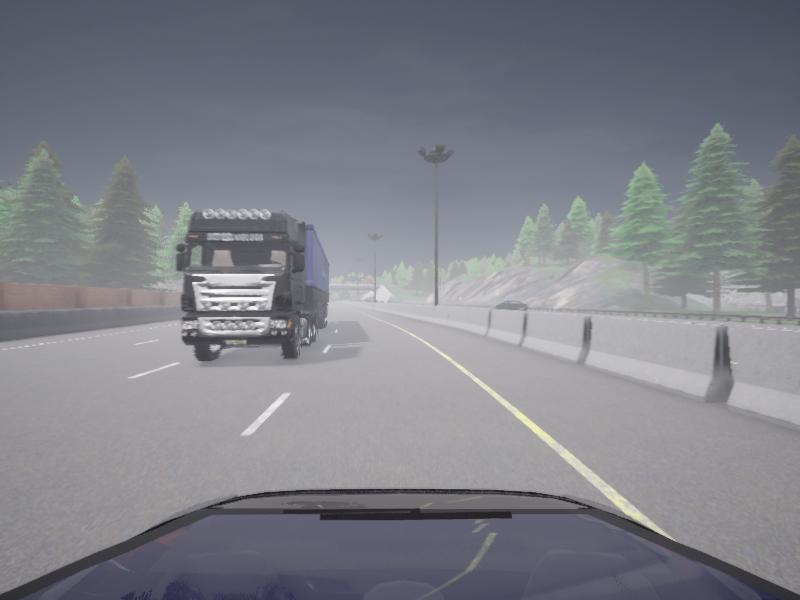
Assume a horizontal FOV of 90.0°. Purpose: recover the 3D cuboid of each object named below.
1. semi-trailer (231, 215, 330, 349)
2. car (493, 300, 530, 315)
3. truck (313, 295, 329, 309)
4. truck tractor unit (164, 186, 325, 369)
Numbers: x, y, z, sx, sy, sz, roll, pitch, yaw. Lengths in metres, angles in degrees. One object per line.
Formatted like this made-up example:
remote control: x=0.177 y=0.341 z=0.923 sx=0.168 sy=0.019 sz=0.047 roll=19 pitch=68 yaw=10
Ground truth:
semi-trailer: x=-5.205 y=-0.608 z=20.390 sx=2.717 sy=4.402 sz=14.254 roll=0 pitch=0 yaw=-8
car: x=12.173 y=0.804 z=43.986 sx=1.882 sy=1.535 sz=5.008 roll=0 pitch=0 yaw=-10
truck: x=-14.001 y=0.393 z=70.917 sx=2.627 sy=2.467 sz=5.204 roll=0 pitch=0 yaw=-10
truck tractor unit: x=-4.192 y=-0.513 z=12.542 sx=3.053 sy=4.208 sz=6.516 roll=0 pitch=0 yaw=-6
